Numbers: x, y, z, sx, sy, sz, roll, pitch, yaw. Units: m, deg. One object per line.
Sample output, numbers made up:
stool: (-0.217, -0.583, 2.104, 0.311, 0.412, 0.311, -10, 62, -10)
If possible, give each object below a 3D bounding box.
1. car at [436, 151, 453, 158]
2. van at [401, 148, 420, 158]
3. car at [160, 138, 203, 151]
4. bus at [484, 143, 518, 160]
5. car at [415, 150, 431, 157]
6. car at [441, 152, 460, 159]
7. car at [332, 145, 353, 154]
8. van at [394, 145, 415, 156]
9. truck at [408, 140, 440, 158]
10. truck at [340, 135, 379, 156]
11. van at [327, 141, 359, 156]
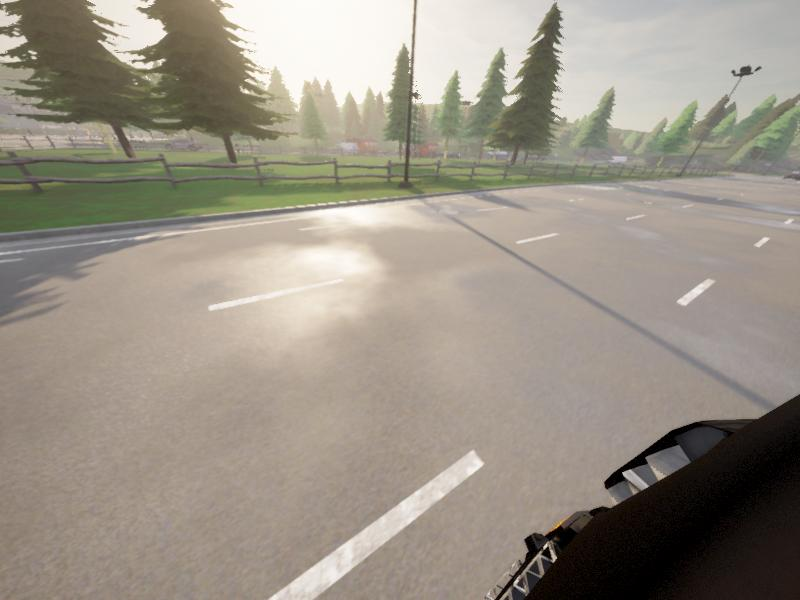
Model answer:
car: (13.861, -45.404, 71.949, 5.008, 1.535, 1.882, -16, 38, -26)
van: (2.623, -37.950, 59.459, 4.442, 1.987, 1.775, -16, 38, -26)
car: (-37.264, -26.541, 39.550, 4.856, 1.649, 2.033, -16, 38, -26)
bus: (33.947, -49.881, 77.769, 10.273, 4.253, 3.944, -16, 38, -26)
car: (6.811, -43.380, 68.435, 4.514, 1.525, 2.007, -16, 38, -26)
car: (14.302, -41.048, 65.459, 4.892, 1.490, 1.837, -16, 38, -26)
car: (-14.244, -37.573, 57.775, 4.553, 1.767, 2.097, -16, 38, -26)
van: (1.216, -44.499, 68.669, 5.915, 2.561, 1.988, -16, 38, -26)
truck: (6.620, -42.071, 64.301, 8.468, 3.827, 2.891, -16, 38, -26)
truck: (-9.681, -37.470, 56.122, 8.468, 3.827, 2.891, -16, 38, -26)
van: (-12.669, -33.815, 51.662, 6.366, 2.431, 2.351, -16, 38, -26)
